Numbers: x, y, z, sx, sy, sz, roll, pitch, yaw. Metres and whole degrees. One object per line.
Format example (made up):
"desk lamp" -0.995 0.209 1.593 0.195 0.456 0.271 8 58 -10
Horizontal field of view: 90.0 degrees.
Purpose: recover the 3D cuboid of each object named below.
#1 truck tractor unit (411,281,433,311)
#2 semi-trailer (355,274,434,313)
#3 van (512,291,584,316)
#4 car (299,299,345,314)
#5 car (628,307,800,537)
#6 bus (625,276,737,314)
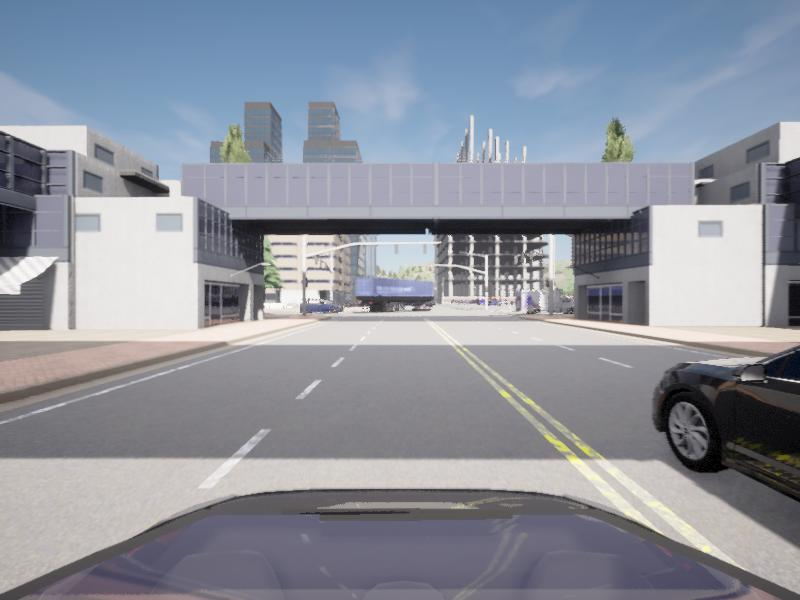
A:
"truck tractor unit" 3.229 -0.591 58.745 3.053 4.208 6.516 0 0 4
"semi-trailer" -0.202 -0.689 51.827 2.717 4.402 14.254 1 0 34
"van" 14.894 0.330 40.529 6.366 2.431 2.351 0 0 1
"car" -8.555 0.707 44.069 4.611 1.667 2.242 0 0 0
"car" 3.589 0.841 2.273 1.837 1.490 4.892 0 0 1
"bus" 32.716 -0.589 46.982 10.273 4.253 3.944 0 0 2
